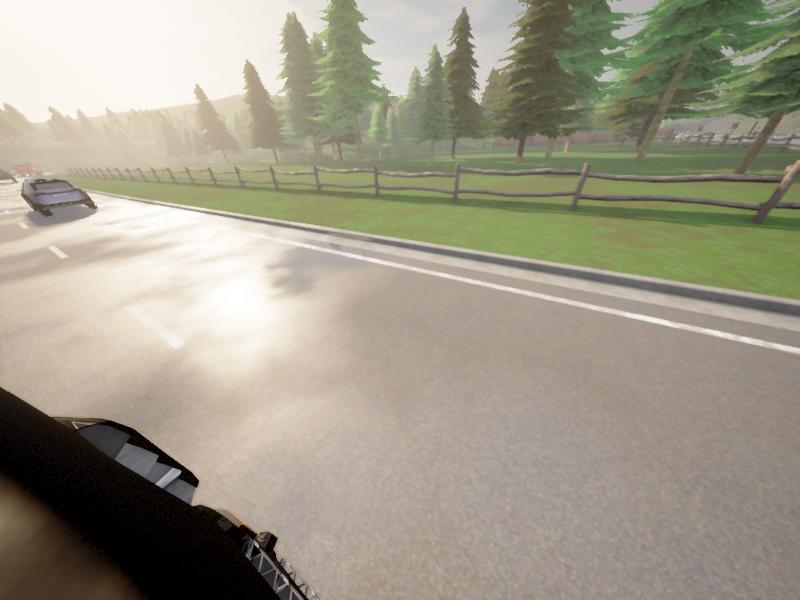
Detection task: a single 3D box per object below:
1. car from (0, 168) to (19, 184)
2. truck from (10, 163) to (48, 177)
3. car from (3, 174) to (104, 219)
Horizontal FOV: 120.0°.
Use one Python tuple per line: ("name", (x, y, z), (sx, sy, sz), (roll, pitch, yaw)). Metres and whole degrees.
("car", (-62.670, -19.455, 36.185), (5.566, 2.045, 2.150), (18, 39, 28))
("truck", (-87.693, -30.820, 54.771), (2.627, 2.467, 5.204), (-24, 39, -28))
("car", (-18.876, -5.772, 12.595), (4.856, 1.649, 2.033), (17, 39, 27))
